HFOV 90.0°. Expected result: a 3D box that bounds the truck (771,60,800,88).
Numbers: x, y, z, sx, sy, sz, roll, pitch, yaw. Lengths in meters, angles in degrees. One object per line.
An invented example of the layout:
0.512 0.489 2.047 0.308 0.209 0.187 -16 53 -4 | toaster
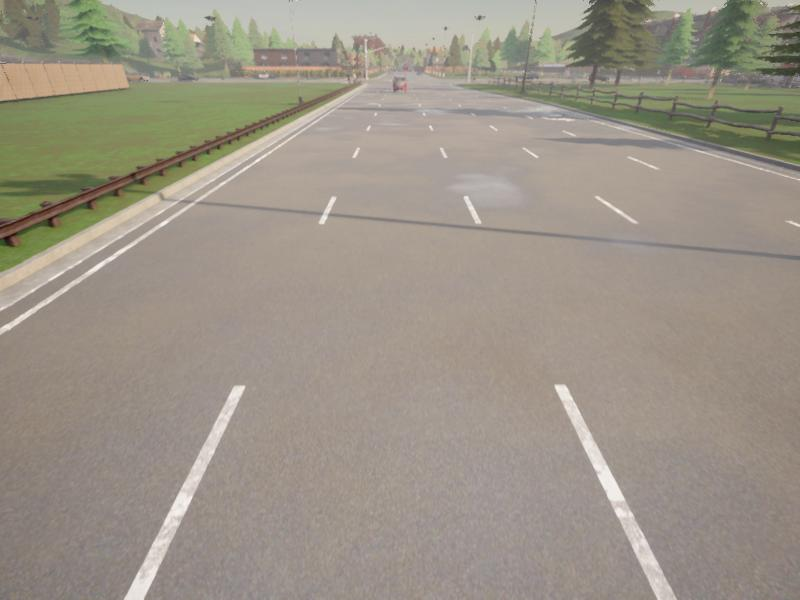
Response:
64.720 -36.019 63.670 2.891 3.827 8.468 0 30 0 | truck

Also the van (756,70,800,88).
61.218 -35.520 64.197 2.351 2.431 6.366 0 30 0 | van

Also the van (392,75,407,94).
-0.016 -27.111 50.280 1.775 1.987 4.442 0 30 0 | van

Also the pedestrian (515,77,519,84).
21.486 -40.312 73.341 0.500 1.100 0.500 2 30 3 | pedestrian
